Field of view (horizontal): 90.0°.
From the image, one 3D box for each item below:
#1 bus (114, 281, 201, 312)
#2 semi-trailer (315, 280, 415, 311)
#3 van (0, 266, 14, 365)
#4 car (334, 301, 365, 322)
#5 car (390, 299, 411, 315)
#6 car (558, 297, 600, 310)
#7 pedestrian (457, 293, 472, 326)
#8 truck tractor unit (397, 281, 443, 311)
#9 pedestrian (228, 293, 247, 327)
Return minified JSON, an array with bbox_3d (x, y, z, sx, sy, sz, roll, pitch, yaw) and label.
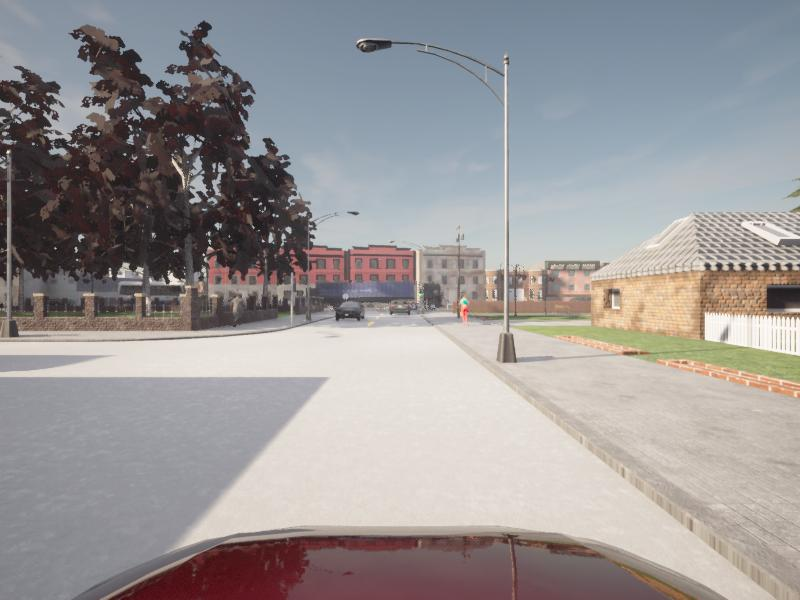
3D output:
[{"bbox_3d":[-35.205,-0.538,58.494,10.273,4.253,3.944,1,0,0],"label":"bus"},{"bbox_3d":[-5.024,-0.618,58.379,14.254,4.402,2.717,0,0,0],"label":"semi-trailer"},{"bbox_3d":[-13.027,0.378,9.050,6.366,2.431,2.351,0,0,1],"label":"van"},{"bbox_3d":[-3.932,0.823,32.016,1.882,1.535,5.008,0,0,0],"label":"car"},{"bbox_3d":[0.033,0.757,44.626,2.242,1.667,4.611,0,0,1],"label":"car"},{"bbox_3d":[27.832,0.568,62.390,5.566,2.045,2.150,0,0,0],"label":"car"},{"bbox_3d":[3.730,0.533,23.021,0.751,1.860,0.751,0,0,1],"label":"pedestrian"},{"bbox_3d":[2.889,-0.522,58.382,6.516,4.208,3.053,0,0,0],"label":"truck tractor unit"},{"bbox_3d":[-8.942,0.534,21.989,0.751,1.860,0.751,0,0,-1],"label":"pedestrian"}]
